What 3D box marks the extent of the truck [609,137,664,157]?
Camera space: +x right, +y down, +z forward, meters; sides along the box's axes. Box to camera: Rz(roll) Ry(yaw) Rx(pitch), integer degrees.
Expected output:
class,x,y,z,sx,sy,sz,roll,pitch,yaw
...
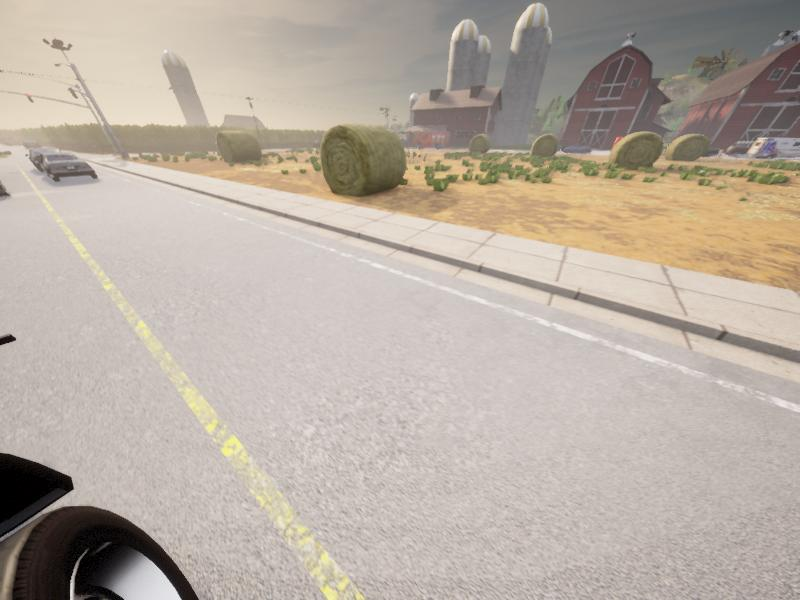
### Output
class,x,y,z,sx,sy,sz,roll,pitch,yaw
truck,37.218,-24.379,36.682,5.204,2.467,2.627,19,39,25

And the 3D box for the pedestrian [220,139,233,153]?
class,x,y,z,sx,sy,sz,roll,pitch,yaw
pedestrian,-26.936,-23.913,35.828,0.751,1.860,0.751,19,39,25

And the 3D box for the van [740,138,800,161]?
class,x,y,z,sx,sy,sz,roll,pitch,yaw
van,50.601,-19.658,30.110,6.366,2.431,2.351,19,39,25

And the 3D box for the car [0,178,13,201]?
class,x,y,z,sx,sy,sz,roll,pitch,yaw
car,-19.018,-5.140,9.897,4.181,1.385,1.994,22,41,28

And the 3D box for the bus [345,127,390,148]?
class,x,y,z,sx,sy,sz,roll,pitch,yaw
bus,-7.949,-40.867,58.237,10.273,4.253,3.944,2,35,3

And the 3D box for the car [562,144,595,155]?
class,x,y,z,sx,sy,sz,roll,pitch,yaw
car,30.905,-26.155,40.085,4.181,1.385,1.994,19,40,25

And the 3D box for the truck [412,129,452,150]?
class,x,y,z,sx,sy,sz,roll,pitch,yaw
truck,7.352,-37.794,54.346,8.468,3.827,2.891,19,39,25

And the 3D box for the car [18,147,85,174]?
class,x,y,z,sx,sy,sz,roll,pitch,yaw
car,-27.180,-10.960,18.005,4.792,1.488,2.163,22,41,28

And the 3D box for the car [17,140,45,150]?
class,x,y,z,sx,sy,sz,roll,pitch,yaw
car,-75.778,-31.879,47.428,4.792,1.488,2.163,20,40,26

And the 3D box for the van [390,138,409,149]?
class,x,y,z,sx,sy,sz,roll,pitch,yaw
van,-0.135,-39.696,58.541,4.480,2.038,2.069,20,40,25

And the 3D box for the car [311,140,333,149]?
class,x,y,z,sx,sy,sz,roll,pitch,yaw
car,-18.298,-36.835,54.607,2.097,1.767,4.553,20,40,26

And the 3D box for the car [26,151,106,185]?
class,x,y,z,sx,sy,sz,roll,pitch,yaw
car,-21.139,-8.471,14.589,5.357,1.411,2.033,22,41,28

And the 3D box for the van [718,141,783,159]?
class,x,y,z,sx,sy,sz,roll,pitch,yaw
van,50.639,-21.817,33.556,4.442,1.987,1.775,19,40,25
